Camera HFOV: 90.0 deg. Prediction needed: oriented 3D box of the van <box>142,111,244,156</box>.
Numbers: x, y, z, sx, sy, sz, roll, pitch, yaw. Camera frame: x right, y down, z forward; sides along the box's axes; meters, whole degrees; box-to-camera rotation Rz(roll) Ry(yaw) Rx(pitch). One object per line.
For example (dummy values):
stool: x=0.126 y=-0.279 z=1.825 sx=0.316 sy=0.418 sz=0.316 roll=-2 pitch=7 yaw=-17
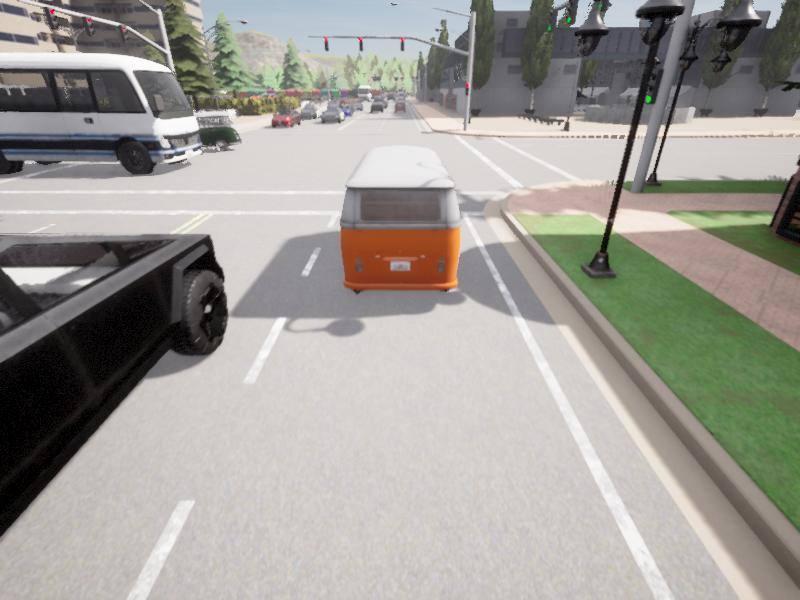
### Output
van: x=-11.012 y=-9.073 z=21.648 sx=4.442 sy=1.987 sz=1.775 roll=-11 pitch=30 yaw=-19

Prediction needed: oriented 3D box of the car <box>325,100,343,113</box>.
car: x=-10.466 y=-30.935 z=63.809 sx=2.033 sy=1.649 sz=4.856 roll=0 pitch=28 yaw=0

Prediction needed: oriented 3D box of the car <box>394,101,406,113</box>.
car: x=0.034 y=-30.024 z=62.147 sx=1.789 sy=1.549 sz=3.705 roll=0 pitch=28 yaw=0

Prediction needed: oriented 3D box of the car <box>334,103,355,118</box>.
car: x=-6.972 y=-23.900 z=50.488 sx=2.007 sy=1.525 sz=4.514 roll=0 pitch=28 yaw=0

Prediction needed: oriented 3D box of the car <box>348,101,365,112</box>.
car: x=-6.965 y=-31.340 z=64.801 sx=2.128 sy=1.511 sz=4.902 roll=0 pitch=28 yaw=0

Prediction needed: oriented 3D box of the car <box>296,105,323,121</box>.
car: x=-10.476 y=-21.861 z=46.599 sx=2.038 sy=1.542 sz=4.974 roll=0 pitch=27 yaw=0

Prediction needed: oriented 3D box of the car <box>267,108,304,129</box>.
car: x=-10.542 y=-16.961 z=37.224 sx=2.007 sy=1.525 sz=4.514 roll=1 pitch=28 yaw=2

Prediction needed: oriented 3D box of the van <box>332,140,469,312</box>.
van: x=0.015 y=-1.729 z=7.605 sx=1.775 sy=1.987 sz=4.442 roll=0 pitch=28 yaw=0

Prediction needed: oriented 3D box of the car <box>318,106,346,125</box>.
car: x=-6.977 y=-19.360 z=41.804 sx=2.038 sy=1.542 sz=4.974 roll=0 pitch=28 yaw=0

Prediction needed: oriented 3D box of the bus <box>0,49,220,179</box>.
bus: x=-13.733 y=-7.587 z=16.354 sx=10.273 sy=4.253 sz=3.944 roll=1 pitch=28 yaw=0

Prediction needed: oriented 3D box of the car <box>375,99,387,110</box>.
car: x=-3.461 y=-36.040 z=73.566 sx=2.033 sy=1.649 sz=4.856 roll=0 pitch=28 yaw=0

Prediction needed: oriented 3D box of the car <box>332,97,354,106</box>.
car: x=-13.511 y=-47.174 z=94.974 sx=4.611 sy=1.667 sz=2.242 roll=15 pitch=31 yaw=26

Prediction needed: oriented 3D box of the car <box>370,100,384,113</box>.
car: x=-3.467 y=-29.674 z=61.403 sx=1.930 sy=1.638 sz=5.238 roll=0 pitch=28 yaw=0

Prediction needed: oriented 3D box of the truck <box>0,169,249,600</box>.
truck: x=-3.495 y=0.702 z=2.837 sx=2.390 sy=2.098 sz=6.274 roll=0 pitch=28 yaw=0
